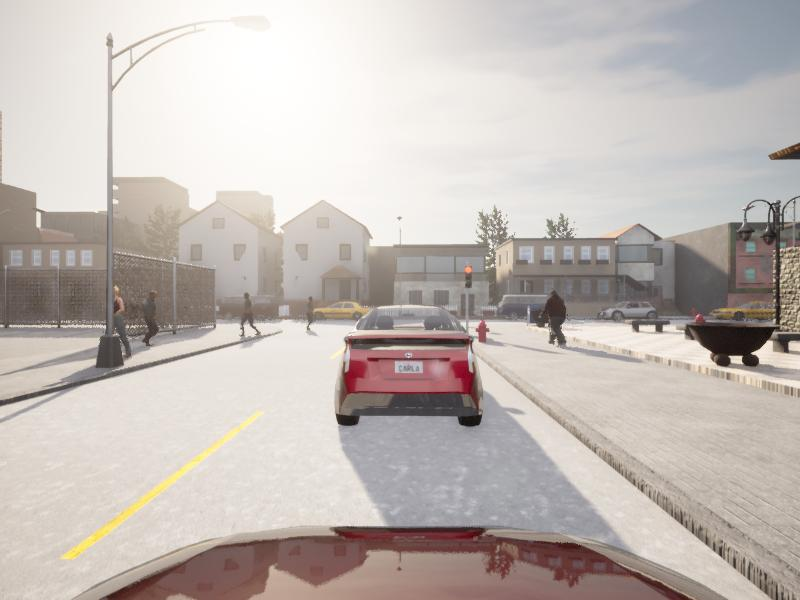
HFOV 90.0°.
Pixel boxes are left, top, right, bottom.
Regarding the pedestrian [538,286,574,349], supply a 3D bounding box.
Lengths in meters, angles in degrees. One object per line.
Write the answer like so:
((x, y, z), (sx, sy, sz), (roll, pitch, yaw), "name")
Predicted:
((4.851, 0.525, 12.460), (0.751, 1.860, 0.751), (0, 0, -21), "pedestrian")

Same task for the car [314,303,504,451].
((0.137, 0.828, 6.489), (2.007, 1.525, 4.514), (0, 0, 1), "car")

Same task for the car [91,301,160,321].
((-21.231, 0.854, 31.053), (4.193, 1.474, 1.816), (0, 0, 2), "car")

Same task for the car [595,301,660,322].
((17.126, 0.853, 30.237), (3.806, 1.475, 1.970), (0, 0, 1), "car")

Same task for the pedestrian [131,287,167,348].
((-7.930, 0.534, 12.670), (0.751, 1.860, 0.751), (0, 0, -13), "pedestrian")

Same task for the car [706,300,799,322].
((26.368, 0.801, 30.033), (5.366, 1.575, 1.801), (0, 0, 1), "car")

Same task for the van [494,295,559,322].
((9.546, 0.599, 30.405), (4.442, 1.987, 1.775), (0, 0, 1), "van")

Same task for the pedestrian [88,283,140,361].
((-7.107, 0.534, 9.971), (0.751, 1.860, 0.751), (0, 0, 11), "pedestrian")

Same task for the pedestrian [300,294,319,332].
((-4.571, 0.637, 20.163), (0.751, 1.860, 0.751), (0, 0, 3), "pedestrian")

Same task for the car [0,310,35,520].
((-4.006, 0.836, 0.742), (2.128, 1.511, 4.902), (0, 0, 1), "car")

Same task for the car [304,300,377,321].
((-4.490, 0.801, 30.715), (5.366, 1.575, 1.801), (0, 0, 1), "car")

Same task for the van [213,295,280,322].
((-11.713, 0.600, 30.724), (4.442, 1.987, 1.775), (0, 0, 4), "van")

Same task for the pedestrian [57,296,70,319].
((-27.496, 0.637, 32.689), (0.751, 1.860, 0.751), (0, 0, -43), "pedestrian")

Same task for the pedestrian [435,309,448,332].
((2.080, 1.017, 19.908), (0.500, 1.100, 0.500), (0, 0, -13), "pedestrian")

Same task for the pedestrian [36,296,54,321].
((-26.998, 0.637, 30.440), (0.751, 1.860, 0.751), (0, 0, -6), "pedestrian")

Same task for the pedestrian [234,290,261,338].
((-6.141, 0.534, 16.128), (0.751, 1.860, 0.751), (0, 0, 40), "pedestrian")

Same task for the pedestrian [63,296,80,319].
((-26.805, 0.637, 32.641), (0.751, 1.860, 0.751), (0, 0, 11), "pedestrian")
